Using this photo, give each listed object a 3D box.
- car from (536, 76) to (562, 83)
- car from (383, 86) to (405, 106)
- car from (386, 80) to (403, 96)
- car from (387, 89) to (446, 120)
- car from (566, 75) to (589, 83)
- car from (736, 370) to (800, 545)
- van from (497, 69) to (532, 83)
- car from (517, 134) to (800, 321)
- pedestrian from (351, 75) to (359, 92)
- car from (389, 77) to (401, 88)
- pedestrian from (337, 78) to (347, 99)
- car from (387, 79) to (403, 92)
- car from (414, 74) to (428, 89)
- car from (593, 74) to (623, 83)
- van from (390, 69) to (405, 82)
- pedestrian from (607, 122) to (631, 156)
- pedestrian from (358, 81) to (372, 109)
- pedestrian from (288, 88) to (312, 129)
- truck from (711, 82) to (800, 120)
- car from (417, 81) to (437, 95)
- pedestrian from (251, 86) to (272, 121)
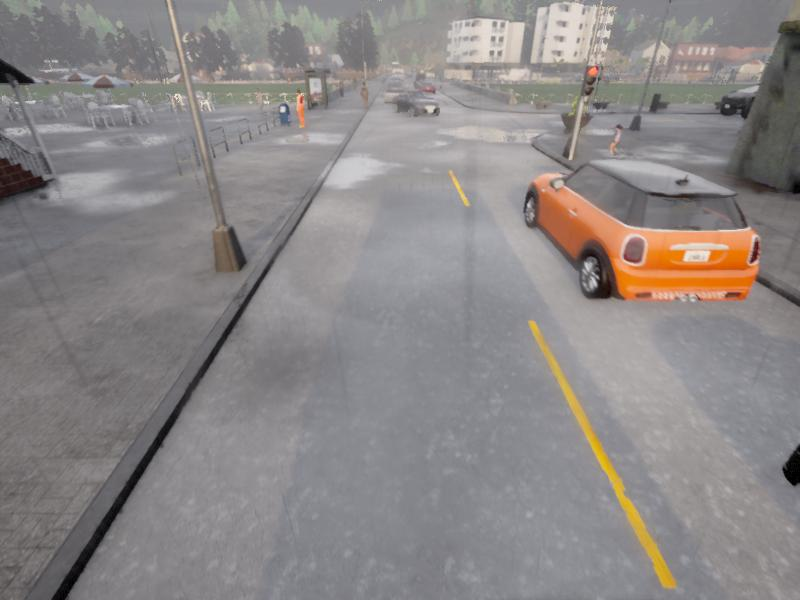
[{"bbox_3d":[31.136,-46.257,83.787,4.718,1.301,1.895,0,30,0],"label":"car"},{"bbox_3d":[-0.514,-18.876,36.943,1.895,1.301,4.718,0,30,-1],"label":"car"},{"bbox_3d":[-0.631,-25.234,47.601,1.837,1.490,4.892,0,31,-1],"label":"car"},{"bbox_3d":[1.014,-13.669,27.838,2.128,1.511,4.902,-13,33,-20],"label":"car"},{"bbox_3d":[37.174,-46.353,83.789,3.806,1.475,1.970,0,30,0],"label":"car"},{"bbox_3d":[3.876,1.779,1.371,1.851,1.617,3.988,0,30,-1],"label":"car"},{"bbox_3d":[23.728,-46.722,83.443,6.366,2.431,2.351,0,30,0],"label":"van"},{"bbox_3d":[3.810,-1.626,7.001,2.097,1.767,4.553,0,30,0],"label":"car"},{"bbox_3d":[-5.713,-27.360,50.606,0.751,1.860,0.751,5,31,8],"label":"pedestrian"},{"bbox_3d":[-0.809,-34.849,64.027,1.837,1.490,4.892,0,30,0],"label":"car"},{"bbox_3d":[-5.799,-21.139,39.981,0.751,1.860,0.751,-1,30,-1],"label":"pedestrian"},{"bbox_3d":[-0.715,-29.482,54.958,2.033,1.411,5.357,0,30,-1],"label":"car"},{"bbox_3d":[3.206,-34.317,62.733,1.905,1.878,3.866,0,30,-1],"label":"car"},{"bbox_3d":[43.557,-46.441,83.807,4.856,1.649,2.033,0,30,-1],"label":"car"},{"bbox_3d":[-0.618,-49.277,87.741,2.351,2.431,6.366,-5,31,-8],"label":"van"},{"bbox_3d":[8.179,-6.020,14.950,0.500,1.100,0.500,18,35,28],"label":"pedestrian"},{"bbox_3d":[-2.684,-15.814,30.894,0.751,1.860,0.751,9,31,15],"label":"pedestrian"},{"bbox_3d":[-5.307,-10.202,21.303,0.751,1.860,0.751,15,33,24],"label":"pedestrian"},{"bbox_3d":[25.192,-13.375,26.820,6.274,2.098,2.390,0,30,-1],"label":"truck"},{"bbox_3d":[3.360,-26.817,50.443,1.994,1.385,4.181,-1,30,-2],"label":"car"},{"bbox_3d":[-8.457,-11.986,24.389,0.751,1.860,0.751,-17,34,-27],"label":"pedestrian"}]
